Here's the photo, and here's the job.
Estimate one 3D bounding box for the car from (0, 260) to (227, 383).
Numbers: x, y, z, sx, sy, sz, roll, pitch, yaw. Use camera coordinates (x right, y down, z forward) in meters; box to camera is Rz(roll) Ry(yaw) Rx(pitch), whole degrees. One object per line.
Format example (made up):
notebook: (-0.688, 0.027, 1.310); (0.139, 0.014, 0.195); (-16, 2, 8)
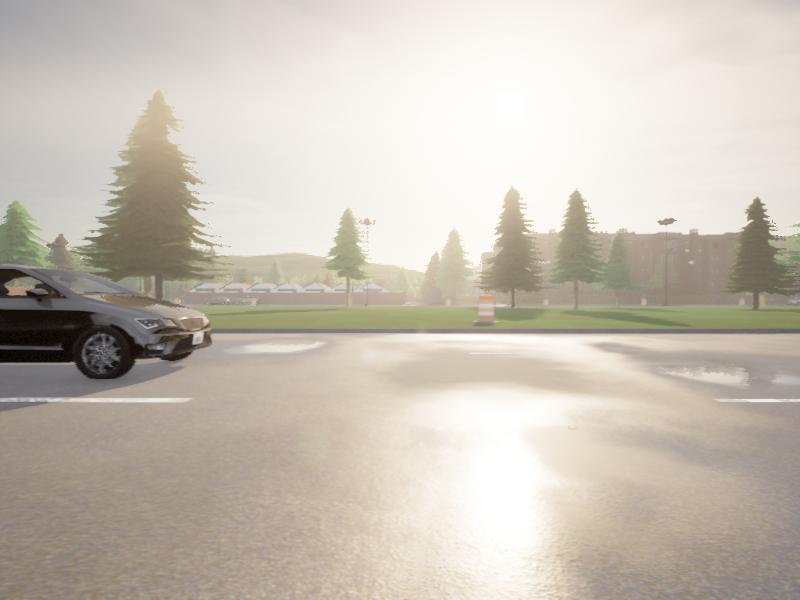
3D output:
car: (-4.957, 0.252, 5.703); (4.193, 1.474, 1.816); (0, 0, 0)

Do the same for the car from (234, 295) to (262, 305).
car: (-28.214, 0.042, 74.409); (4.605, 1.855, 1.932); (0, 0, 0)

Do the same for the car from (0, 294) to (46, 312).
car: (-34.135, 0.239, 35.561); (1.970, 1.475, 3.806); (0, 0, 0)

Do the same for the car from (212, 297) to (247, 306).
car: (-28.704, 0.256, 67.410); (4.902, 1.511, 2.128); (0, 0, 0)

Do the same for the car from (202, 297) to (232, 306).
car: (-29.195, 0.257, 63.911); (3.806, 1.475, 1.970); (0, 0, 0)
